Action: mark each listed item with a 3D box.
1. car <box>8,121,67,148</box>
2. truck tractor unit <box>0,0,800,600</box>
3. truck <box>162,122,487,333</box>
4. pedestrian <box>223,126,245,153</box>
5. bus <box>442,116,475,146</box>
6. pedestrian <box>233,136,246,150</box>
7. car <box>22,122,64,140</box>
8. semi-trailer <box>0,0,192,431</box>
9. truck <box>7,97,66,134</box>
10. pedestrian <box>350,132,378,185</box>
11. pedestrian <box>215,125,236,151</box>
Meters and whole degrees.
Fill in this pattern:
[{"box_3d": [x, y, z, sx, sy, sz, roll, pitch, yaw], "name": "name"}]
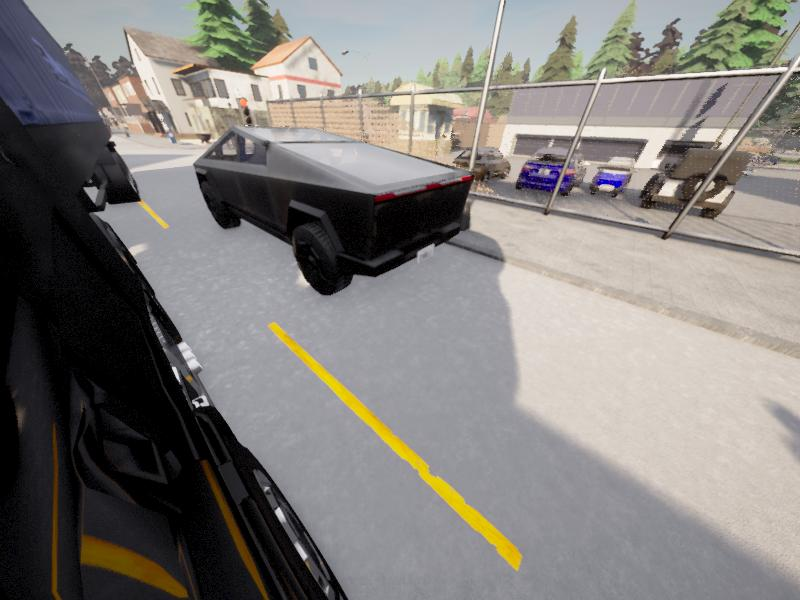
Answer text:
[{"box_3d": [-30.378, -14.009, 19.483, 5.238, 1.638, 1.930, 28, 44, 30], "name": "car"}, {"box_3d": [-2.645, -0.295, 0.351, 6.516, 4.208, 3.053, 28, 44, 30], "name": "truck tractor unit"}, {"box_3d": [-1.964, -2.211, 4.722, 6.274, 2.098, 2.390, 28, 44, 30], "name": "truck"}, {"box_3d": [-14.217, -13.770, 19.809, 0.751, 1.860, 0.751, 27, 43, 30], "name": "pedestrian"}, {"box_3d": [11.030, -33.042, 45.195, 3.944, 4.253, 10.273, 2, 37, 0], "name": "bus"}, {"box_3d": [-15.224, -14.919, 21.943, 0.500, 1.100, 0.500, 0, 37, -3], "name": "pedestrian"}, {"box_3d": [-39.172, -18.582, 25.404, 4.181, 1.385, 1.994, 28, 44, 30], "name": "car"}, {"box_3d": [-8.243, -3.860, 4.655, 2.717, 4.402, 14.254, -28, 46, -35], "name": "semi-trailer"}, {"box_3d": [-53.450, -27.193, 34.184, 8.468, 3.827, 2.891, 28, 44, 30], "name": "truck"}, {"box_3d": [-1.513, -6.093, 9.968, 0.751, 1.860, 0.751, 26, 42, 28], "name": "pedestrian"}, {"box_3d": [-15.581, -14.472, 20.683, 0.751, 1.860, 0.751, 27, 43, 30], "name": "pedestrian"}]
